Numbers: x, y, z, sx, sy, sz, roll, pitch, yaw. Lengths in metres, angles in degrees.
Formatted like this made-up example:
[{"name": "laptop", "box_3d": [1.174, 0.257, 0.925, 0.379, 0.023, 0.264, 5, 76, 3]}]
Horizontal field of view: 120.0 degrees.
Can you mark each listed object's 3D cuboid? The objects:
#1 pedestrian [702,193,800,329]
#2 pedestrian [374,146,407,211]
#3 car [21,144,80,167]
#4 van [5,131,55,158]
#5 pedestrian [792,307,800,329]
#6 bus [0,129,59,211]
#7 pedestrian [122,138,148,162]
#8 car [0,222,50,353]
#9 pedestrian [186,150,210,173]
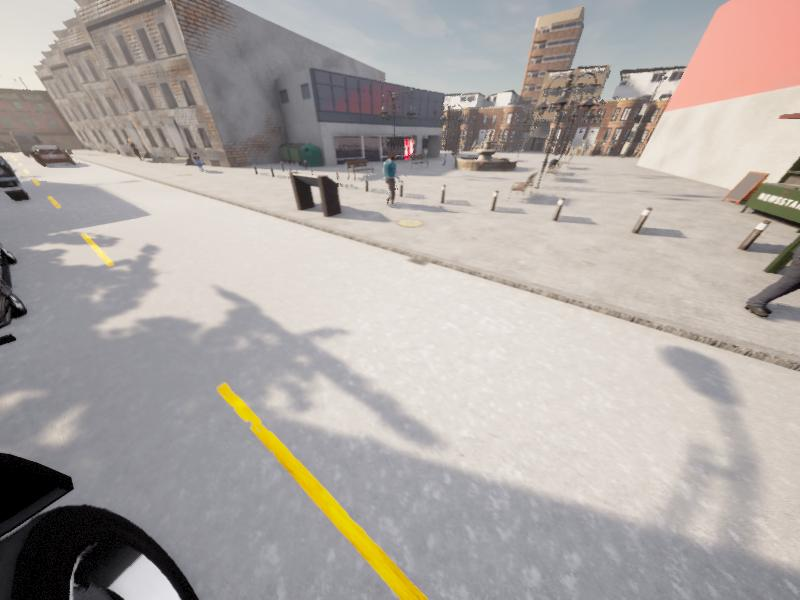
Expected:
[{"name": "pedestrian", "box_3d": [5.365, -0.601, 2.974, 0.751, 1.860, 0.751, -4, 35, -6]}, {"name": "pedestrian", "box_3d": [-0.318, -4.199, 8.013, 0.751, 1.860, 0.751, 29, 44, 34]}, {"name": "car", "box_3d": [-31.517, -13.071, 20.821, 4.792, 1.488, 2.163, 22, 41, 28]}, {"name": "van", "box_3d": [-45.834, -19.315, 28.606, 5.915, 2.561, 1.988, 22, 41, 28]}, {"name": "pedestrian", "box_3d": [5.831, -0.045, 2.851, 0.500, 1.100, 0.500, -26, 43, -32]}, {"name": "bus", "box_3d": [-18.984, -6.393, 9.085, 10.273, 4.253, 3.944, 22, 41, 28]}, {"name": "pedestrian", "box_3d": [-25.410, -14.375, 22.179, 0.751, 1.860, 0.751, 20, 40, 25]}, {"name": "car", "box_3d": [-7.595, -0.507, 3.338, 5.357, 1.411, 2.033, 22, 41, 28]}, {"name": "pedestrian", "box_3d": [-14.228, -9.793, 16.284, 0.751, 1.300, 0.751, -26, 43, -32]}]
